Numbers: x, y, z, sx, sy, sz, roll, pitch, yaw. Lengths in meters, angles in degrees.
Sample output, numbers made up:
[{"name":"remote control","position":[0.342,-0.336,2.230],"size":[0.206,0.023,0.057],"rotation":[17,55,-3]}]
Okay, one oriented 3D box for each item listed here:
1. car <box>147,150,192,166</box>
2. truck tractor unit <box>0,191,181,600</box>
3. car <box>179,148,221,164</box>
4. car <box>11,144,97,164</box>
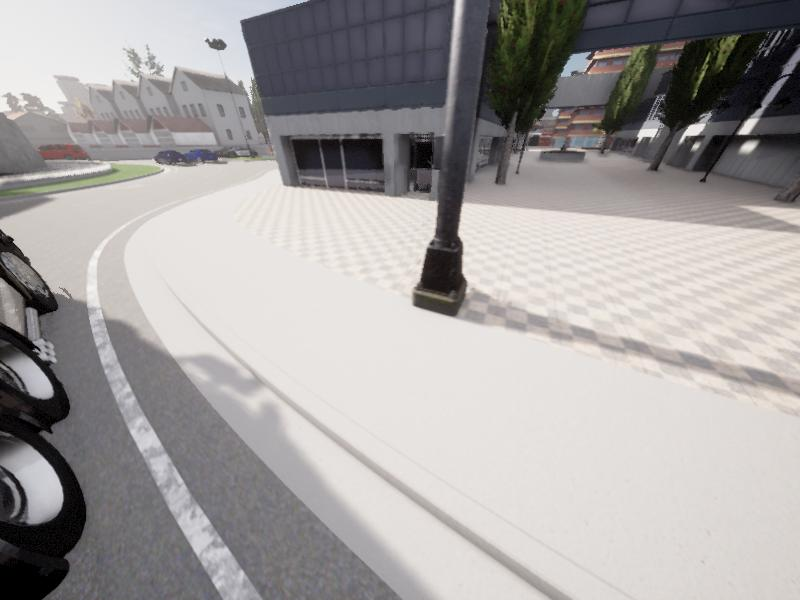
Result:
[{"name":"car","position":[-27.074,-16.767,27.149],"size":[4.674,1.442,1.812],"rotation":[17,38,23]},{"name":"truck tractor unit","position":[-4.983,-0.411,0.945],"size":[6.516,4.208,3.053],"rotation":[23,41,30]},{"name":"car","position":[-25.659,-18.550,29.634],"size":[5.008,1.535,1.882],"rotation":[17,38,24]},{"name":"car","position":[-44.349,-18.920,29.842],"size":[5.566,2.045,2.150],"rotation":[-12,36,-16]}]
